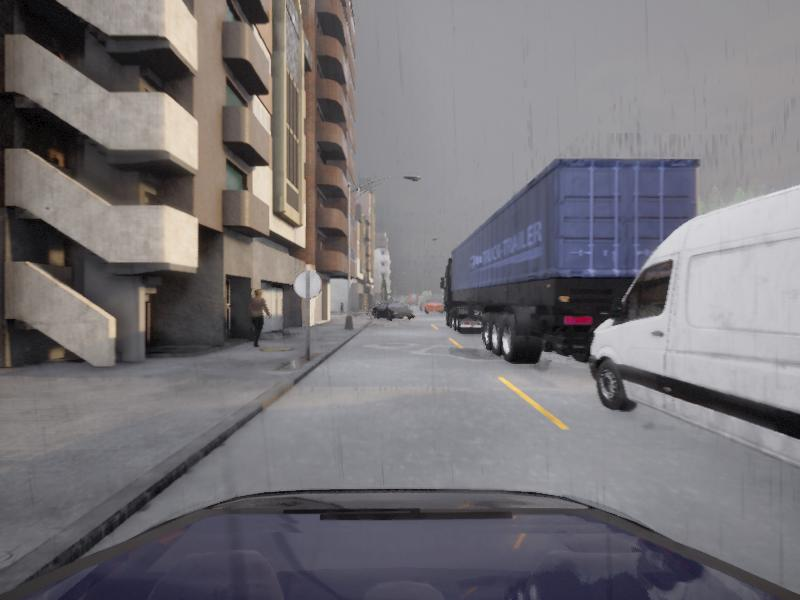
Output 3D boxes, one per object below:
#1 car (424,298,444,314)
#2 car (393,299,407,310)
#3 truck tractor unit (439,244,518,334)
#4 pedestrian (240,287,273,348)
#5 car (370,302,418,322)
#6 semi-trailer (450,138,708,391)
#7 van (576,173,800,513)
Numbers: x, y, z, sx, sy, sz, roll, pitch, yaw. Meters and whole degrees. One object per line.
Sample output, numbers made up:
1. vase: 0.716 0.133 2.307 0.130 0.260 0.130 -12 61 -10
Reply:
1. car: 4.034 0.708 48.538 2.097 1.767 4.553 0 0 0
2. car: 0.039 0.713 63.659 2.097 1.767 4.553 0 0 0
3. truck tractor unit: 4.017 -0.514 22.003 3.053 4.208 6.516 0 0 0
4. pedestrian: -4.481 0.537 12.532 0.751 1.860 0.751 0 0 2
5. car: -0.609 0.904 32.042 2.033 1.411 5.357 0 0 -23
6. semi-trailer: 4.012 -0.614 14.088 2.717 4.402 14.254 0 0 0
7. van: 4.004 0.324 3.887 1.988 2.561 5.915 0 0 0
